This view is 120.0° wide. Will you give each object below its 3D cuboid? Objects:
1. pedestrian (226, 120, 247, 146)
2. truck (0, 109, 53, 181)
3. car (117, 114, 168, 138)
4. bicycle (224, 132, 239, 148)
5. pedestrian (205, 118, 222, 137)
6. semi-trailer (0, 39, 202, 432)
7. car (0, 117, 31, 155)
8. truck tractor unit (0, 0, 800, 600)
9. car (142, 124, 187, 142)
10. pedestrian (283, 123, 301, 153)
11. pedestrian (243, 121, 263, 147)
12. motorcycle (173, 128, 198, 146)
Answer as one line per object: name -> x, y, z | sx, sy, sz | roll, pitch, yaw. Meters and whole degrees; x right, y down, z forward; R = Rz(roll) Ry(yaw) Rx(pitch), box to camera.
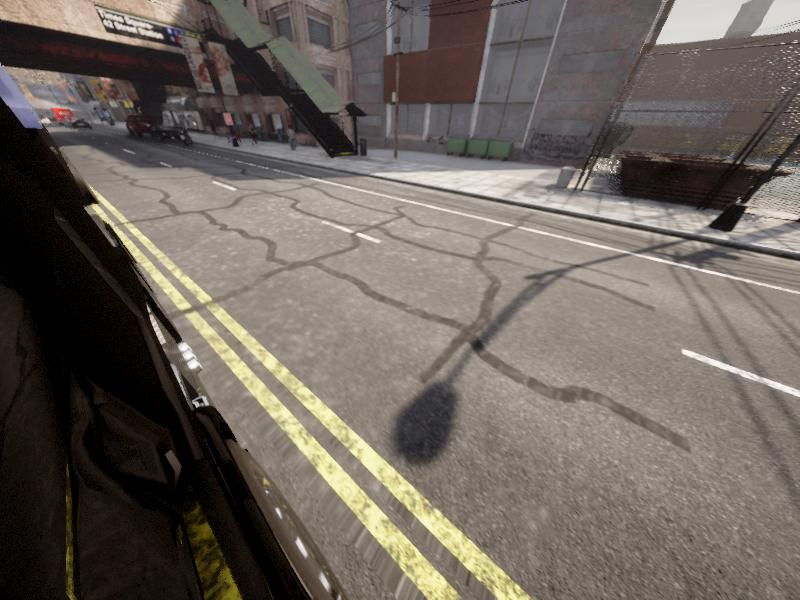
pedestrian -> -14.854, -15.211, 21.075 | 0.751, 1.860, 0.751 | 22, 41, 23
truck -> -17.120, -6.439, 9.357 | 6.274, 2.098, 2.390 | 26, 43, 28
car -> -30.757, -20.767, 27.582 | 5.566, 2.045, 2.435 | 26, 43, 28
bicycle -> -14.766, -14.045, 20.247 | 1.643, 1.024, 0.373 | 26, 33, 28
pedestrian -> -23.320, -21.508, 28.903 | 0.751, 1.860, 0.751 | 21, 40, 22
semi-trailer -> -8.733, -3.590, 4.181 | 14.254, 4.402, 2.717 | 28, 44, 29
car -> -24.752, -9.978, 13.952 | 5.238, 1.638, 1.930 | 26, 43, 28
truck tractor unit -> -2.645, -0.295, 0.352 | 6.516, 4.208, 3.053 | 28, 44, 30
car -> -24.870, -17.616, 24.381 | 4.718, 1.301, 1.895 | 26, 43, 28
pedestrian -> -8.560, -12.874, 18.374 | 0.751, 1.860, 0.751 | -23, 44, -30
pedestrian -> -13.285, -14.996, 20.890 | 0.751, 1.860, 0.751 | 25, 42, 26
motorcycle -> -19.692, -15.041, 21.275 | 0.764, 1.277, 2.356 | -13, 40, -19
